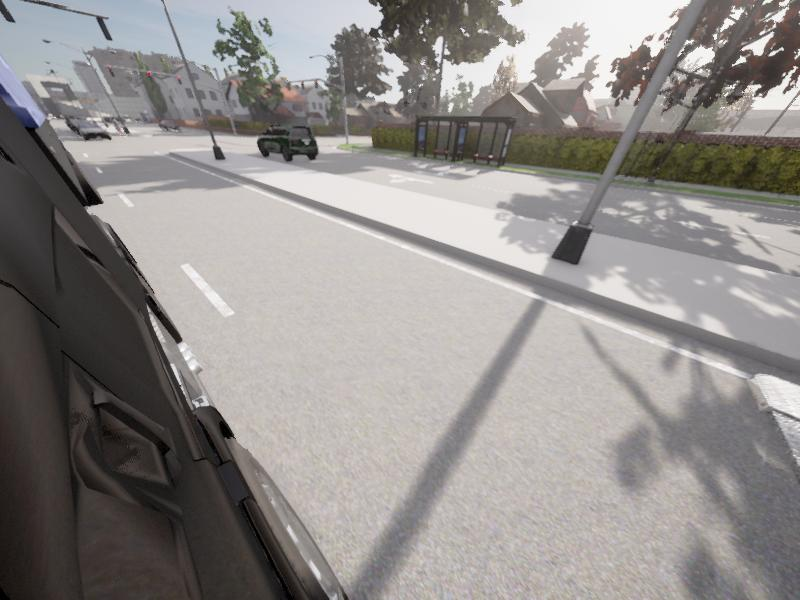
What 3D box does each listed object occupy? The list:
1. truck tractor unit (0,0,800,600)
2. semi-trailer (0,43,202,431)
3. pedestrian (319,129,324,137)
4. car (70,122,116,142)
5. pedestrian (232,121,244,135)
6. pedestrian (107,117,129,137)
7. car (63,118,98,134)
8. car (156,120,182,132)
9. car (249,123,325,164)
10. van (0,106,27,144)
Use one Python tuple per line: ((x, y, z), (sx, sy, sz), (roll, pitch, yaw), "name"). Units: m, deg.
((-2.645, -0.295, 0.351), (6.516, 4.208, 3.053), (28, 44, 30), "truck tractor unit")
((-8.698, -3.603, 4.232), (14.254, 4.402, 2.717), (28, 44, 30), "semi-trailer")
((-15.433, -32.813, 45.377), (0.500, 1.100, 0.500), (29, 44, 31), "pedestrian")
((-30.778, -16.878, 23.144), (5.357, 1.411, 2.033), (28, 44, 30), "car")
((-27.044, -28.750, 38.585), (0.751, 1.860, 0.751), (24, 42, 26), "pedestrian")
((-33.797, -20.738, 27.689), (0.751, 1.860, 0.751), (17, 39, 18), "pedestrian")
((-43.257, -23.572, 31.249), (4.792, 1.488, 2.163), (28, 44, 30), "car")
((-43.289, -32.642, 43.261), (5.027, 1.651, 2.152), (28, 44, 30), "car")
((-8.180, -11.352, 16.613), (5.566, 2.045, 2.150), (28, 44, 30), "car")
((-33.507, -12.803, 16.660), (6.366, 2.431, 2.351), (-28, 47, -35), "van")
